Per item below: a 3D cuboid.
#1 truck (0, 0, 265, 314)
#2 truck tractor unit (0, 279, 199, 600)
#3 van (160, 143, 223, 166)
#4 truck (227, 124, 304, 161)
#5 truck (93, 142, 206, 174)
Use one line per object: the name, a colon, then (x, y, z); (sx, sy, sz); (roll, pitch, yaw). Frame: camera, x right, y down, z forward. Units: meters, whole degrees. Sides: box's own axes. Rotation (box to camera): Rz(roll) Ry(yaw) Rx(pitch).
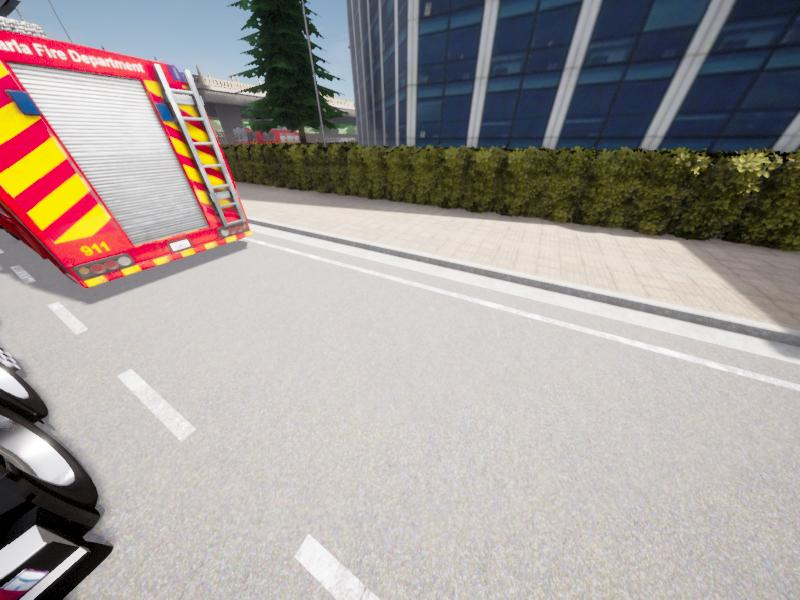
truck: (-7.824, -3.227, 5.345); (8.468, 3.827, 2.891); (17, 38, 23)
truck tractor unit: (-5.137, -0.274, 0.742); (6.516, 4.208, 3.053); (17, 39, 23)
van: (-22.967, -16.263, 25.685); (1.775, 1.987, 4.442); (17, 38, 23)
truck: (-18.208, -22.055, 32.356); (2.891, 3.827, 8.468); (17, 38, 23)
truck: (-22.074, -13.011, 20.913); (2.390, 2.098, 6.274); (16, 38, 23)
